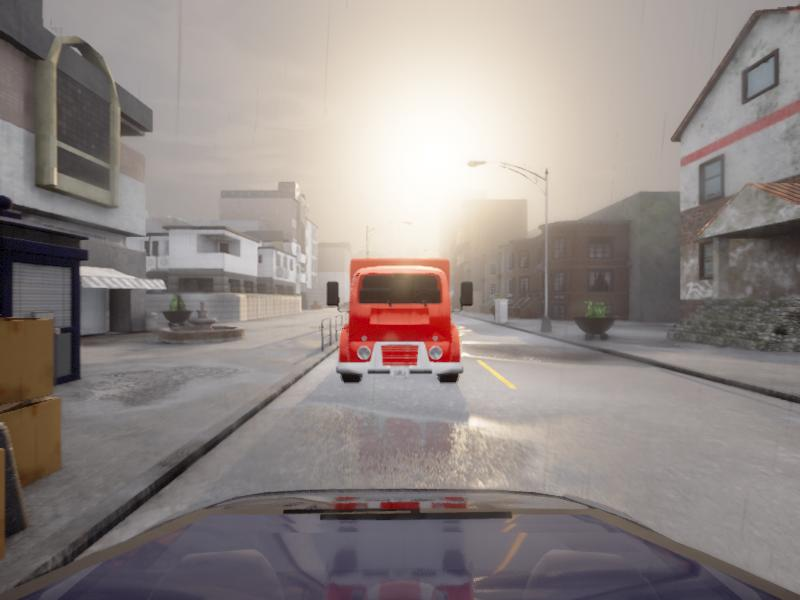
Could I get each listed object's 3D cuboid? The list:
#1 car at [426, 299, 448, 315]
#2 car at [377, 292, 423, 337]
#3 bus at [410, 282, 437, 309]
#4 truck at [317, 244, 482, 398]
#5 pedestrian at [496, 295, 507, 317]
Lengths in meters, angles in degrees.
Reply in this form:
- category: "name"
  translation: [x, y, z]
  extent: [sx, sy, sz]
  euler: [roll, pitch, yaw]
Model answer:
- category: "car"
  translation: [3.971, 0.704, 44.136]
  extent: [1.930, 1.638, 5.238]
  euler: [0, 0, 0]
- category: "car"
  translation: [-0.015, 0.617, 18.616]
  extent: [1.905, 1.878, 3.866]
  euler: [0, 0, 0]
- category: "bus"
  translation: [3.838, -0.637, 67.775]
  extent: [3.944, 4.253, 10.273]
  euler: [0, 0, 0]
- category: "truck"
  translation: [-0.009, 0.349, 9.002]
  extent: [2.627, 2.467, 5.204]
  euler: [0, 0, 0]
- category: "pedestrian"
  translation: [8.615, 0.481, 33.974]
  extent: [0.751, 1.860, 0.751]
  euler: [0, 0, 0]
